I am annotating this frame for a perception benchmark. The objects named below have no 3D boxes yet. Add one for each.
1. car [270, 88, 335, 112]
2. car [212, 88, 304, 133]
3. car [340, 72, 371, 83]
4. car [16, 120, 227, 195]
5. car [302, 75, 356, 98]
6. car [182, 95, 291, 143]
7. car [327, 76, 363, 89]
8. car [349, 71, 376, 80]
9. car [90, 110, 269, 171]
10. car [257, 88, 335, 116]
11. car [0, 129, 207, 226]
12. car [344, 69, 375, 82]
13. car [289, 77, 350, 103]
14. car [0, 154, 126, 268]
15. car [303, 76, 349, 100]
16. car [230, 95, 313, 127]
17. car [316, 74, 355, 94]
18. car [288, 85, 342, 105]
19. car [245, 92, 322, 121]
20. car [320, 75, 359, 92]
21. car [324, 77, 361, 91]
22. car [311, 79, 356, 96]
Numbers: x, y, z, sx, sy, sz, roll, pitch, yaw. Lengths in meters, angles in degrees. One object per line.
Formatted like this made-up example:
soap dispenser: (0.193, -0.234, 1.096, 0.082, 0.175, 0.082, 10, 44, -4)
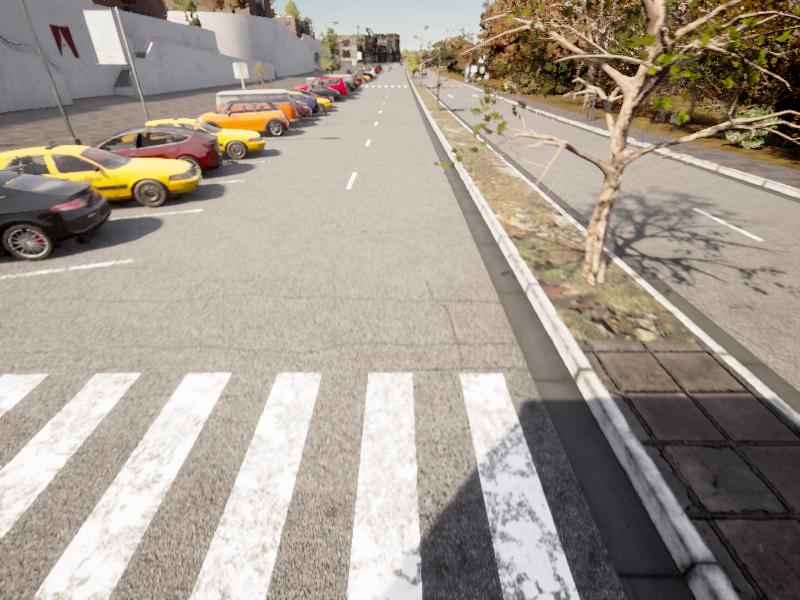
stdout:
car: (-8.045, -16.554, 33.002, 4.792, 1.488, 2.163, -11, 32, -17)
car: (-7.966, -10.747, 22.611, 4.442, 1.987, 1.878, -11, 31, -17)
car: (-8.251, -41.099, 74.005, 5.366, 1.575, 1.946, -11, 33, -17)
car: (-8.096, -4.506, 12.360, 4.792, 1.488, 2.163, -11, 32, -17)
car: (-8.053, -24.436, 45.678, 5.566, 2.045, 2.435, -11, 32, -17)
car: (-8.043, -9.138, 20.045, 4.553, 1.767, 2.185, -11, 32, -17)
car: (-8.051, -31.864, 58.637, 4.792, 1.488, 2.163, -11, 32, -17)
car: (-7.908, -47.383, 84.401, 5.366, 1.575, 1.946, -11, 32, -17)
car: (-7.896, -6.070, 14.993, 5.366, 1.575, 1.946, -11, 31, -17)
car: (-7.900, -15.096, 30.463, 5.366, 1.575, 1.946, -11, 32, -17)
car: (-7.896, -3.082, 9.828, 5.366, 1.575, 1.946, -11, 31, -17)
car: (-8.057, -44.453, 79.098, 5.566, 2.045, 2.435, -11, 32, -17)
car: (-8.103, -21.358, 40.533, 5.566, 2.045, 2.435, -11, 33, -17)
car: (-8.064, -1.513, 7.214, 4.674, 1.452, 2.002, -11, 32, -17)
car: (-7.969, -22.899, 43.157, 4.442, 1.987, 1.878, -11, 32, -17)
car: (-8.066, -11.997, 25.277, 4.674, 1.452, 2.002, -11, 32, -17)
car: (-8.187, -27.447, 50.762, 4.442, 1.987, 1.878, -11, 33, -17)
car: (-8.069, -19.587, 38.129, 4.674, 1.452, 2.002, -11, 33, -17)
car: (-8.098, -13.507, 27.837, 4.792, 1.488, 2.163, -11, 32, -17)
car: (-8.048, -28.921, 53.417, 4.553, 1.767, 2.185, -11, 33, -17)
car: (-8.071, -30.305, 56.053, 4.674, 1.452, 2.002, -11, 33, -17)
car: (-8.069, -25.744, 48.355, 4.892, 1.521, 2.231, -11, 33, -17)
